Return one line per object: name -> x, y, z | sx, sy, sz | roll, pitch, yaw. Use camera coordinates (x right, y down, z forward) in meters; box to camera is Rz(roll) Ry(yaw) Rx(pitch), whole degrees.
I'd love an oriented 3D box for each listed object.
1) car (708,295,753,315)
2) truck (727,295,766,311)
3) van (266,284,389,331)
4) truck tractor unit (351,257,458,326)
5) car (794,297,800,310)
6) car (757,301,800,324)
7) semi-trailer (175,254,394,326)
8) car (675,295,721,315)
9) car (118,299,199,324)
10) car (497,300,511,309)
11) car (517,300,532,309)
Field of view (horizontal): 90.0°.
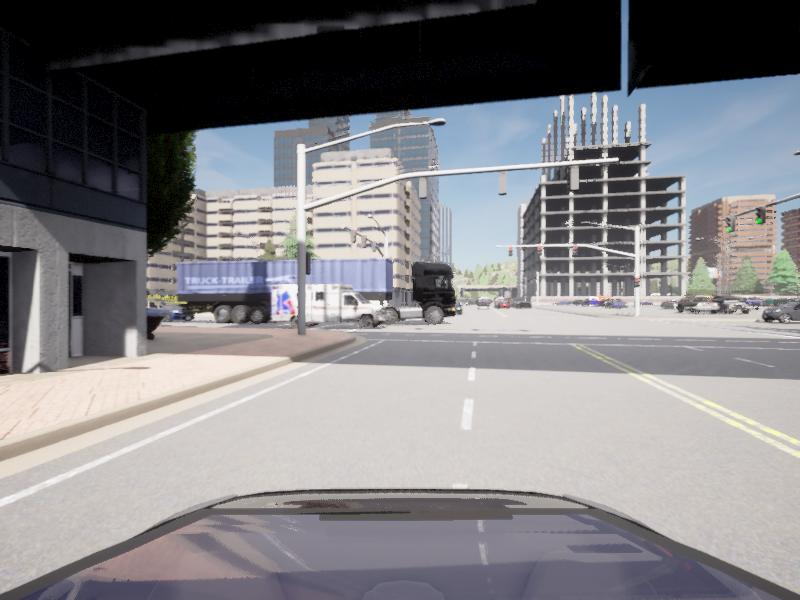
car -> 33.209, 0.487, 40.335 | 1.905, 1.878, 3.866 | 0, 0, 11
truck -> 47.773, 0.385, 55.294 | 2.069, 2.038, 4.478 | 0, 0, 11
van -> -3.962, 0.371, 22.314 | 6.366, 2.431, 2.351 | 0, 0, 11
truck tractor unit -> 0.219, -0.533, 25.988 | 6.516, 4.208, 3.053 | 0, 0, -3
car -> 55.846, 0.480, 53.756 | 1.932, 1.855, 4.605 | 0, 0, 11
car -> 26.842, 0.818, 27.040 | 3.633, 1.501, 1.845 | 0, 0, 12
semi-trailer -> -7.633, -0.629, 26.758 | 14.254, 4.402, 2.717 | 0, 0, 8
car -> 30.380, 0.484, 40.950 | 1.932, 1.855, 4.605 | 0, 0, 11
car -> -17.054, 0.747, 28.405 | 4.611, 1.667, 2.242 | 0, 0, 11
car -> 18.089, 0.829, 69.731 | 2.163, 1.488, 4.792 | 0, 0, 11
car -> 21.562, 0.801, 69.247 | 1.882, 1.535, 5.008 | 0, 0, 11
